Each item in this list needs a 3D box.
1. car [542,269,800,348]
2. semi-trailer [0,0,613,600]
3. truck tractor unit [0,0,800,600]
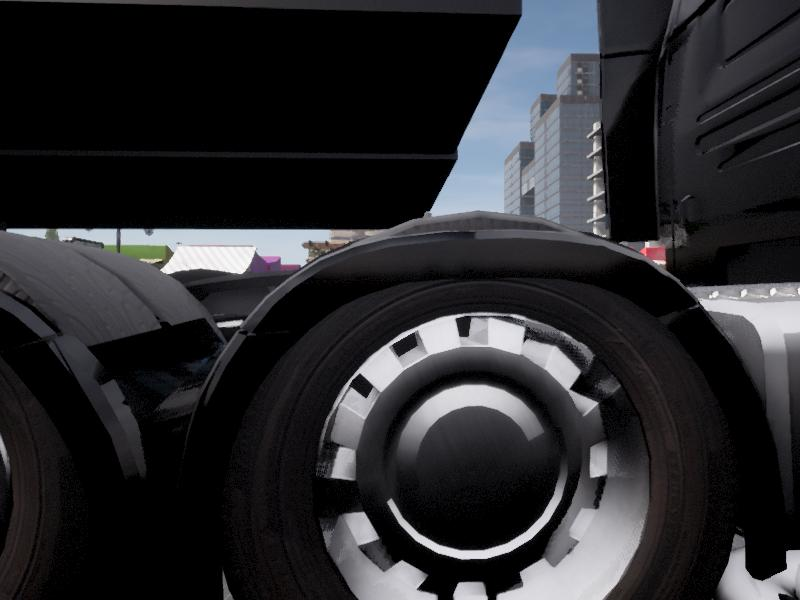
[{"bbox_3d":[6.110,0.177,9.342,4.856,1.649,2.033,0,0,-2],"label":"car"},{"bbox_3d":[-6.800,-1.217,1.762,14.254,4.402,2.717,0,0,-2],"label":"semi-trailer"},{"bbox_3d":[1.104,-1.116,2.106,6.516,4.208,3.053,0,0,-3],"label":"truck tractor unit"}]
